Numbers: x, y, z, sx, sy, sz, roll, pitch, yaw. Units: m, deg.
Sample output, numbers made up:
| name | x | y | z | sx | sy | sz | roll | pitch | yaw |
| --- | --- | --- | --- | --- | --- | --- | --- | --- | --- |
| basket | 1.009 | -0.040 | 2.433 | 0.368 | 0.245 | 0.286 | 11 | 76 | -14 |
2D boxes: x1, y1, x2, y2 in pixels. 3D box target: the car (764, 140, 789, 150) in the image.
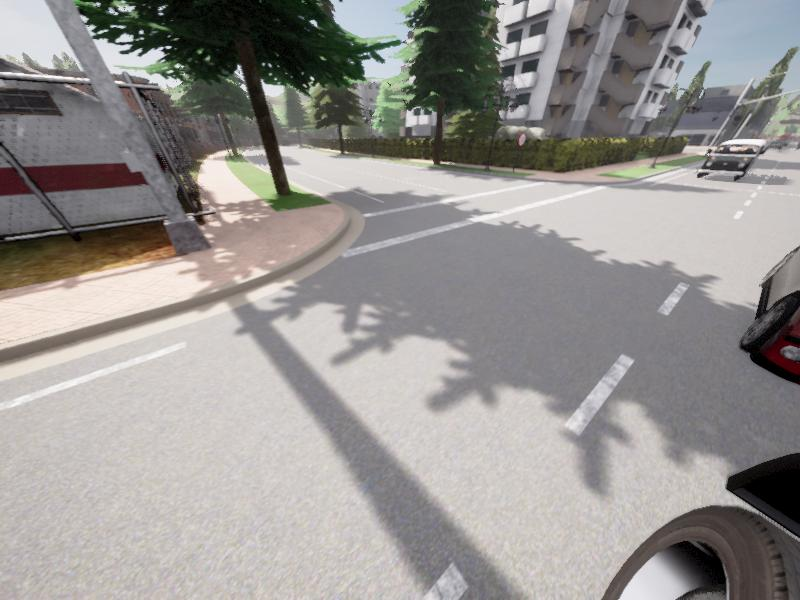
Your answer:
| name | x | y | z | sx | sy | sz | roll | pitch | yaw |
| --- | --- | --- | --- | --- | --- | --- | --- | --- | --- |
| car | 69.034 | -28.460 | 42.343 | 3.705 | 1.549 | 1.789 | -22 | 41 | -28 |

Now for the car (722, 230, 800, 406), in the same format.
| name | x | y | z | sx | sy | sz | roll | pitch | yaw |
| --- | --- | --- | --- | --- | --- | --- | --- | --- | --- |
| car | 5.878 | 0.050 | 2.509 | 3.806 | 1.475 | 1.970 | -22 | 41 | -28 |

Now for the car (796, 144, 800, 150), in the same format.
| name | x | y | z | sx | sy | sz | roll | pitch | yaw |
| --- | --- | --- | --- | --- | --- | --- | --- | --- | --- |
| car | 74.881 | -28.487 | 42.145 | 4.553 | 1.767 | 2.097 | -22 | 41 | -28 |

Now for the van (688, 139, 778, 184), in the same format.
| name | x | y | z | sx | sy | sz | roll | pitch | yaw |
| --- | --- | --- | --- | --- | --- | --- | --- | --- | --- |
| van | 20.245 | -8.536 | 14.076 | 4.480 | 2.038 | 2.069 | -22 | 41 | -28 |

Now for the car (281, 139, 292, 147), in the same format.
| name | x | y | z | sx | sy | sz | roll | pitch | yaw |
| --- | --- | --- | --- | --- | --- | --- | --- | --- | --- |
| car | -35.400 | -49.081 | 72.101 | 1.905 | 1.878 | 3.866 | -4 | 35 | -5 |
